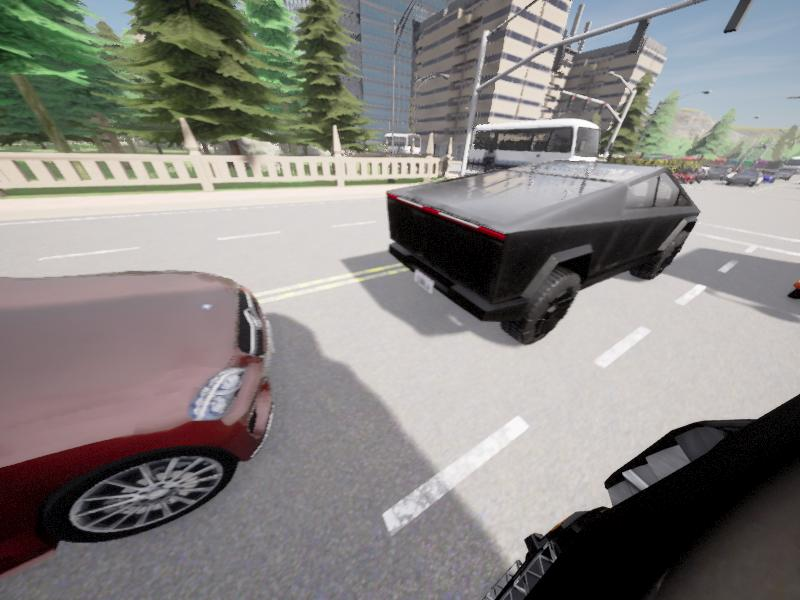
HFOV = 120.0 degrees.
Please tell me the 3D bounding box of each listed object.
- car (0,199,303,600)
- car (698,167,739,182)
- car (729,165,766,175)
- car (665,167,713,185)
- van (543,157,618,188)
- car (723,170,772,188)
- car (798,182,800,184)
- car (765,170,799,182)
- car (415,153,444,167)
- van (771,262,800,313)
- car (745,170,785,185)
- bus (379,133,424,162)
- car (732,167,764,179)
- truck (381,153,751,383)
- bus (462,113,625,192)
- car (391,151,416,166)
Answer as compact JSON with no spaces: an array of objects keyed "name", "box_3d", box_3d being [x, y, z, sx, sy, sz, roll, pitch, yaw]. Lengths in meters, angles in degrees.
[{"name":"car","box_3d":[-3.481,0.749,1.109,5.027,1.651,2.152,-16,38,-26]},{"name":"car","box_3d":[43.813,-17.283,31.749,4.974,1.542,2.038,-16,38,-26]},{"name":"car","box_3d":[87.405,-32.773,58.207,2.242,1.667,4.611,-1,34,-5]},{"name":"car","box_3d":[32.882,-14.178,26.294,4.514,1.525,2.007,-15,37,-25]},{"name":"van","box_3d":[15.527,-11.207,20.162,1.775,1.987,4.442,-26,43,-36]},{"name":"car","box_3d":[39.137,-13.702,26.019,4.974,1.542,2.038,-16,38,-26]},{"name":"car","box_3d":[58.915,-17.198,32.599,5.238,1.638,1.930,-16,38,-26]},{"name":"car","box_3d":[62.999,-20.527,38.088,4.902,1.511,2.128,-16,38,-26]},{"name":"car","box_3d":[4.286,-21.001,34.618,1.812,1.442,4.674,-16,38,-26]},{"name":"van","box_3d":[9.389,-0.861,4.124,4.442,1.987,1.775,-16,38,-26]},{"name":"car","box_3d":[49.053,-16.551,31.025,4.514,1.525,2.007,-16,38,-26]},{"name":"bus","box_3d":[-0.064,-30.251,45.725,3.944,4.253,10.273,-16,39,-26]},{"name":"car","box_3d":[60.327,-22.077,40.051,4.856,1.649,2.033,-16,38,-26]},{"name":"truck","box_3d":[3.006,-1.312,4.248,6.274,2.098,2.390,-16,38,-26]},{"name":"bus","box_3d":[10.587,-12.235,19.314,3.944,4.253,10.273,-16,37,-26]},{"name":"car","box_3d":[0.391,-21.057,34.276,1.851,1.617,3.988,-16,38,-26]}]
